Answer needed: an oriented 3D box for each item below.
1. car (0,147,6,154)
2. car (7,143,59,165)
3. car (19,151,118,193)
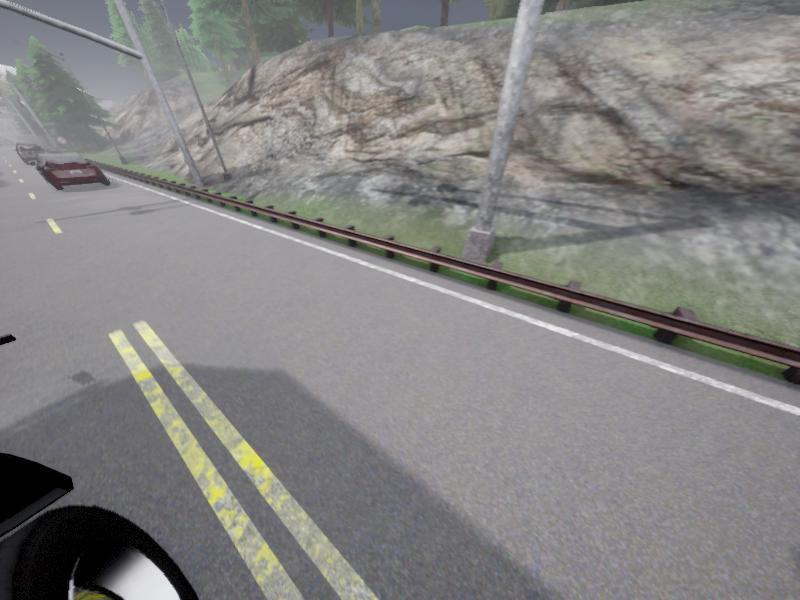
[{"bbox_3d":[-64.942,-23.055,34.983,4.611,1.667,2.242,-13,37,-18],"label":"car"},{"bbox_3d":[-34.829,-13.900,21.922,3.988,1.617,1.851,22,41,27],"label":"car"},{"bbox_3d":[-17.822,-7.019,12.421,4.792,1.488,2.163,22,41,28],"label":"car"}]
